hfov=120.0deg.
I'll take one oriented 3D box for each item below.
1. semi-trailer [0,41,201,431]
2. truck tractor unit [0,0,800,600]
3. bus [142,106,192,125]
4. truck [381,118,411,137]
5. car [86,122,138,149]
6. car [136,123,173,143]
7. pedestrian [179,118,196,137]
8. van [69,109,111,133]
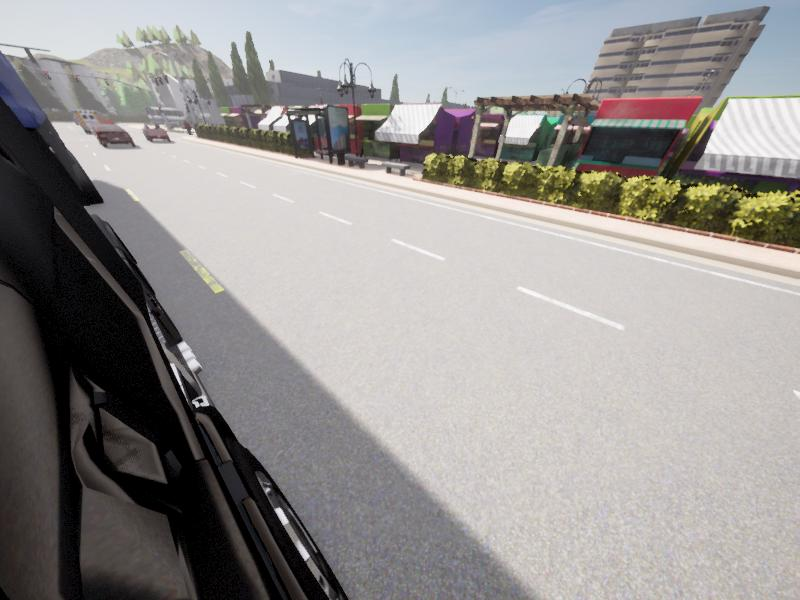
[{"bbox_3d":[-8.683,-3.616,4.240,14.254,4.402,2.717,28,44,30],"label":"semi-trailer"},{"bbox_3d":[-2.645,-0.295,0.351,6.516,4.208,3.053,28,44,30],"label":"truck tractor unit"},{"bbox_3d":[-73.895,-58.578,73.727,3.944,4.253,10.273,8,37,8],"label":"bus"},{"bbox_3d":[-1.093,-46.397,62.384,2.891,3.827,8.468,30,44,31],"label":"truck"},{"bbox_3d":[-24.006,-13.755,19.233,5.008,1.535,1.882,29,44,30],"label":"car"},{"bbox_3d":[-25.605,-17.480,24.117,3.633,1.501,1.845,31,45,33],"label":"car"},{"bbox_3d":[-27.392,-22.255,29.815,0.751,1.860,0.751,-1,37,-5],"label":"pedestrian"},{"bbox_3d":[-42.963,-24.737,31.976,6.366,2.431,2.351,29,44,31],"label":"van"}]
